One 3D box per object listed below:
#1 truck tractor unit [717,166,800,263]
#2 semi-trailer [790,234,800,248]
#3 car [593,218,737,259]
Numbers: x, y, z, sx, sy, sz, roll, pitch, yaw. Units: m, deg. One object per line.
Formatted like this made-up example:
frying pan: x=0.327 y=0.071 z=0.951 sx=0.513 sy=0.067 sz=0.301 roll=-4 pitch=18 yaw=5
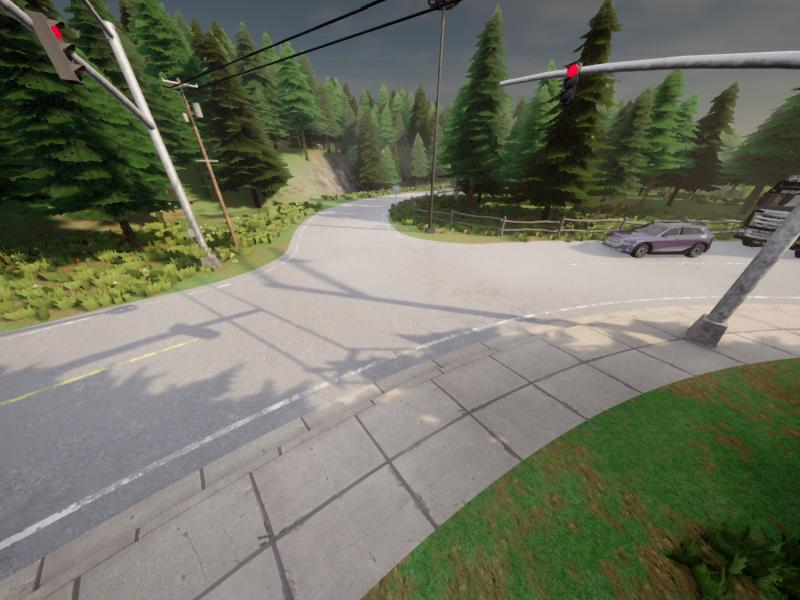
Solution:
truck tractor unit: x=22.722 y=-4.400 z=11.751 sx=6.516 sy=4.208 sz=3.053 roll=1 pitch=30 yaw=1
semi-trailer: x=30.638 y=-4.396 z=11.503 sx=14.254 sy=4.402 sz=2.717 roll=1 pitch=30 yaw=1
car: x=13.963 y=-3.365 z=12.511 sx=4.856 sy=1.649 sz=2.033 roll=0 pitch=30 yaw=0
